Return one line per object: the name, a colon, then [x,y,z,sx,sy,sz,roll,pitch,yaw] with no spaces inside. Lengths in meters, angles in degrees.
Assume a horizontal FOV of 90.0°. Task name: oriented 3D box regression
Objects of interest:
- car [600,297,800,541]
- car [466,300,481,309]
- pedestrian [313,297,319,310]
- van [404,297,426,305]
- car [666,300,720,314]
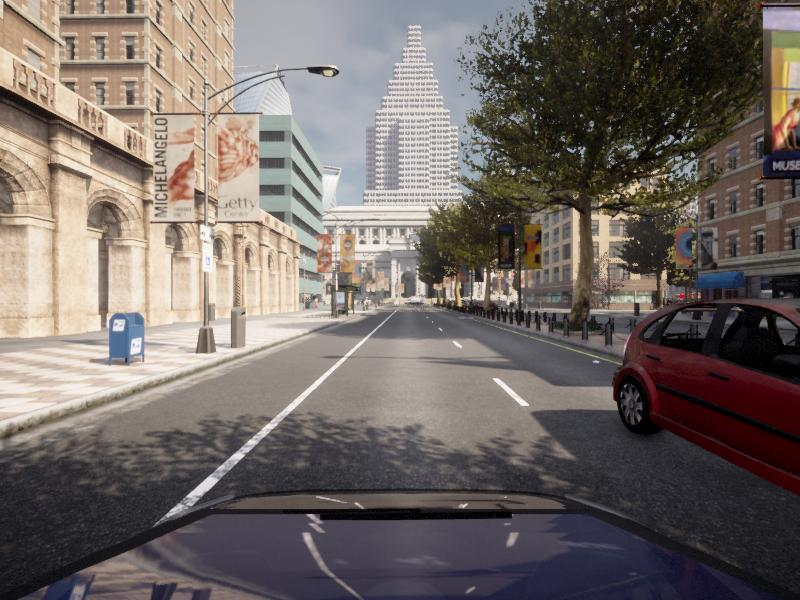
car: [3.587,0.788,3.390,1.851,1.617,3.988,0,0,1]
car: [12.915,0.823,70.753,1.882,1.535,5.008,0,0,1]
pedestrian: [-11.845,0.485,56.364,0.751,1.860,0.751,0,0,-6]
van: [4.264,0.373,117.438,6.366,2.431,2.351,0,0,1]
car: [34.731,0.826,47.556,4.974,1.542,2.038,0,0,-1]
